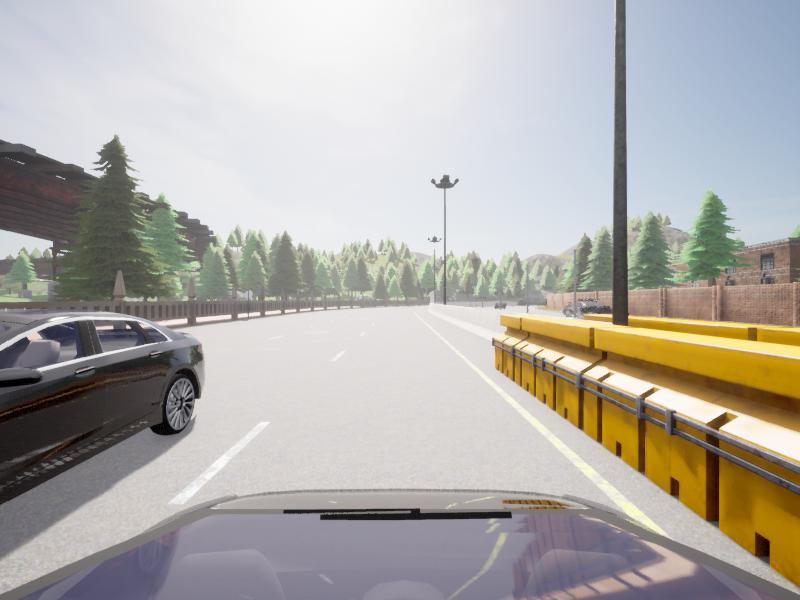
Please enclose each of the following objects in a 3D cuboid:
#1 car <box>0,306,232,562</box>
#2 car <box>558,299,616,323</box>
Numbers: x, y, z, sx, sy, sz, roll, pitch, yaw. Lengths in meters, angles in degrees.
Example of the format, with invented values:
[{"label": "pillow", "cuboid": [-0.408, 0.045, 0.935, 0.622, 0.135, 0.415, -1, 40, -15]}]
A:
[{"label": "car", "cuboid": [-3.500, 0.837, 3.363, 2.128, 1.511, 4.902, 0, 0, 0]}, {"label": "car", "cuboid": [13.936, 0.777, 30.230, 1.930, 1.638, 5.238, 0, 0, 0]}]
